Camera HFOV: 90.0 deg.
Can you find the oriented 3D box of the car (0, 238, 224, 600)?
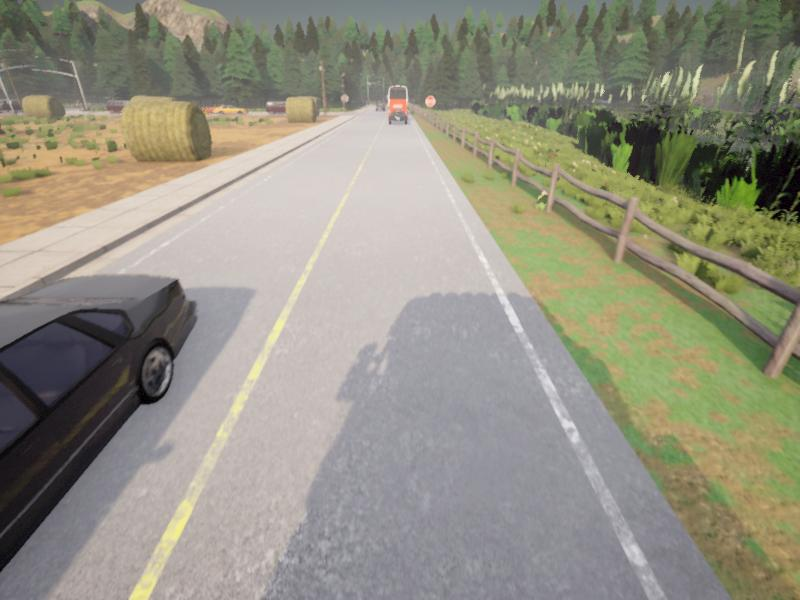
[{"bbox_3d":[-3.508,1.067,2.994,2.033,1.411,5.357,0,27,0],"label":"car"}]

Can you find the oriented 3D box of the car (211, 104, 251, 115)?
[{"bbox_3d":[-27.046,-30.541,64.177,5.366,1.575,1.801,-1,27,-3],"label":"car"}]

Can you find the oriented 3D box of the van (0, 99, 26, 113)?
[{"bbox_3d":[-65.817,-32.554,67.186,1.775,1.987,4.442,-2,27,-4],"label":"van"}]

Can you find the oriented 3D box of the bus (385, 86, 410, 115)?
[{"bbox_3d":[-0.461,-34.567,69.209,3.944,4.253,10.273,0,27,0],"label":"bus"}]

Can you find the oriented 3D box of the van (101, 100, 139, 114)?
[{"bbox_3d":[-46.273,-31.946,66.245,4.442,1.987,1.775,-1,27,-3],"label":"van"}]

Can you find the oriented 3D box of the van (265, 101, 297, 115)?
[{"bbox_3d":[-19.182,-30.900,64.462,4.442,1.987,1.775,-1,27,-3],"label":"van"}]

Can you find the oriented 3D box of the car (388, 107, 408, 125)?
[{"bbox_3d":[-0.227,-21.116,45.930,2.152,1.651,5.027,0,27,0],"label":"car"}]

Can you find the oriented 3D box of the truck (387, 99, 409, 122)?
[{"bbox_3d":[-0.255,-24.707,51.988,2.627,2.467,5.204,0,27,0],"label":"truck"}]
